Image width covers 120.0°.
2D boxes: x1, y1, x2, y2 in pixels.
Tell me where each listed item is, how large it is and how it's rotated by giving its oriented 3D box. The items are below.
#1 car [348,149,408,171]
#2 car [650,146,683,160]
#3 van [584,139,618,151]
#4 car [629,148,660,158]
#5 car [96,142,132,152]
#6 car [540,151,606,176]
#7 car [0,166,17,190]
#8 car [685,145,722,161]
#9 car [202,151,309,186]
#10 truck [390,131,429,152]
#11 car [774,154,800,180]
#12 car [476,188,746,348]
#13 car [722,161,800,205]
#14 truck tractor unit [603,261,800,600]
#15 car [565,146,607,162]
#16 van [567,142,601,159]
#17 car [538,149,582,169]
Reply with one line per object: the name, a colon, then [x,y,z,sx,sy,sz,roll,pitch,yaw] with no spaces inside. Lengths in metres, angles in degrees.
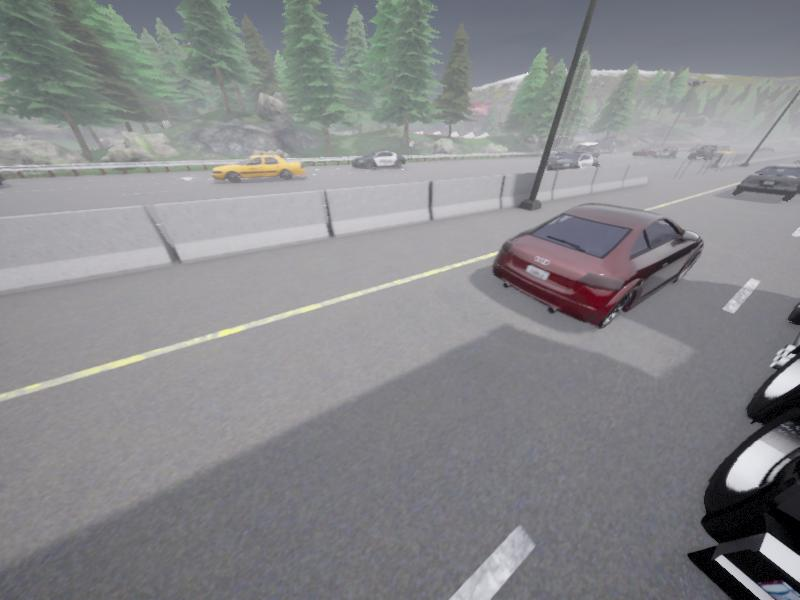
car: [-1.974,-13.051,21.442,4.974,1.542,2.038,-18,39,-25]
car: [40.951,-22.572,35.468,3.988,1.617,1.851,-18,39,-25]
van: [52.387,-40.648,60.392,1.988,2.561,5.915,-18,39,-25]
car: [41.358,-24.889,39.080,4.718,1.301,1.895,-18,39,-25]
car: [-58.723,-31.535,47.588,2.128,1.511,4.902,-6,35,-9]
car: [14.509,-11.531,19.408,4.974,1.542,2.038,-18,39,-25]
car: [-23.012,-6.177,11.335,3.705,1.549,1.789,-16,39,-22]
car: [44.241,-21.457,33.645,3.866,1.878,1.905,-18,39,-25]
car: [-8.921,-8.475,14.747,5.366,1.575,1.801,-18,39,-25]
truck: [2.163,-36.648,53.391,8.468,3.827,2.891,6,35,7]
car: [30.955,-10.005,17.352,4.974,1.542,2.038,-18,39,-25]
car: [3.796,-1.008,4.301,4.181,1.385,1.994,-18,39,-25]
car: [19.084,-6.043,11.665,5.357,1.411,2.033,-18,39,-25]
truck tractor unit: [5.105,-0.306,0.796,6.516,4.208,3.053,-18,39,-24]
car: [24.880,-19.602,30.991,4.611,1.667,2.242,-18,39,-24]
van: [28.765,-23.382,36.127,4.480,2.038,2.069,-20,40,-25]
car: [16.406,-14.504,23.702,3.633,1.501,1.845,-19,39,-25]
